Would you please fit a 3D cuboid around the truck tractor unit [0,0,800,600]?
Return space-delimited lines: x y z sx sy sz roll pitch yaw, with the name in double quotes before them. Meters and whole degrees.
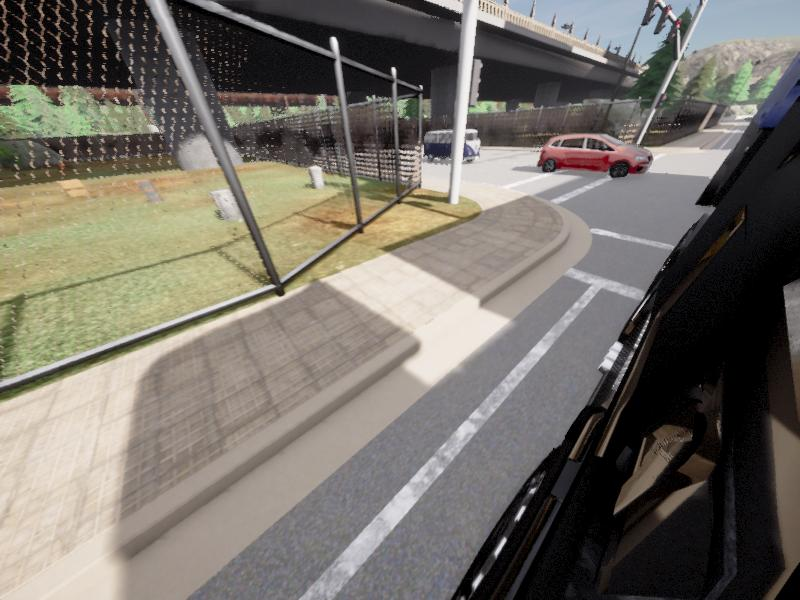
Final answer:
"truck tractor unit" 2.645 -0.295 0.351 6.516 4.208 3.053 -28 44 -30

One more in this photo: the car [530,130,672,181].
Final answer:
"car" 9.496 -7.211 11.407 2.242 1.667 4.611 -28 43 -30

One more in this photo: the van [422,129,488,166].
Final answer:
"van" 3.792 -11.183 16.870 1.775 1.987 4.442 -28 44 -30

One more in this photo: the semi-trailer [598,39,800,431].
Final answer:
"semi-trailer" 8.696 -3.590 4.254 14.254 4.402 2.717 -28 43 -30
